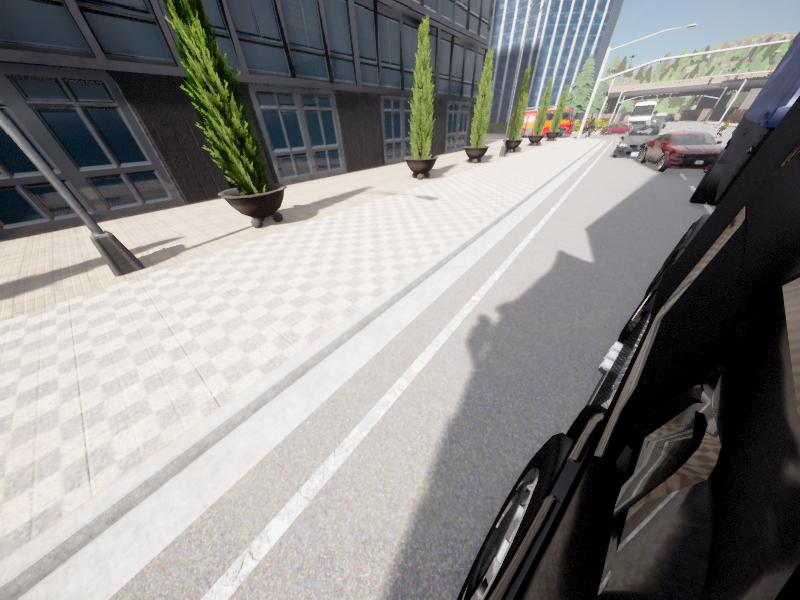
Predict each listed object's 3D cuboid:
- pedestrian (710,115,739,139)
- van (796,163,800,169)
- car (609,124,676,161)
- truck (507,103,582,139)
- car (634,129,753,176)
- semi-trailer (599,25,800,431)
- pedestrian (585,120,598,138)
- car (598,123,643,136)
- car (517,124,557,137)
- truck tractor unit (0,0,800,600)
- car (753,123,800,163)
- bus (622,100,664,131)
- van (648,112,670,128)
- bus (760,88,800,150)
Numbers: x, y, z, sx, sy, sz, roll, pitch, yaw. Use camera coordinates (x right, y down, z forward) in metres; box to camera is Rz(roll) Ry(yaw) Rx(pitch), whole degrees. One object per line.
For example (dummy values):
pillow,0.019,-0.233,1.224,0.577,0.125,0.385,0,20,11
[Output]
pedestrian,32.115,-17.105,22.884,0.751,1.860,0.751,23,44,30
van,17.141,-5.098,7.355,2.351,2.431,6.366,24,44,31
car,15.626,-10.328,15.060,2.242,1.667,4.611,24,44,31
truck,21.619,-27.060,35.223,8.468,3.827,2.891,25,45,32
car,13.841,-7.427,11.419,1.882,1.535,5.008,15,40,23
semi-trailer,8.611,-3.665,4.309,14.254,4.402,2.717,-29,44,-31
pedestrian,26.375,-23.554,31.847,0.751,1.860,0.751,24,44,31
car,32.427,-25.221,34.148,4.181,1.385,1.994,12,39,19
car,22.840,-28.378,38.729,5.238,1.638,1.930,24,44,31
truck tractor unit,2.645,-0.295,0.351,6.516,4.208,3.053,-28,44,-30
car,21.890,-8.440,12.284,2.128,1.511,4.902,24,44,31
bus,47.624,-36.343,45.644,3.944,4.253,10.273,24,44,31
van,56.169,-39.080,50.195,1.988,2.561,5.915,24,44,31
bus,29.342,-12.157,14.496,3.944,4.253,10.273,24,44,31
